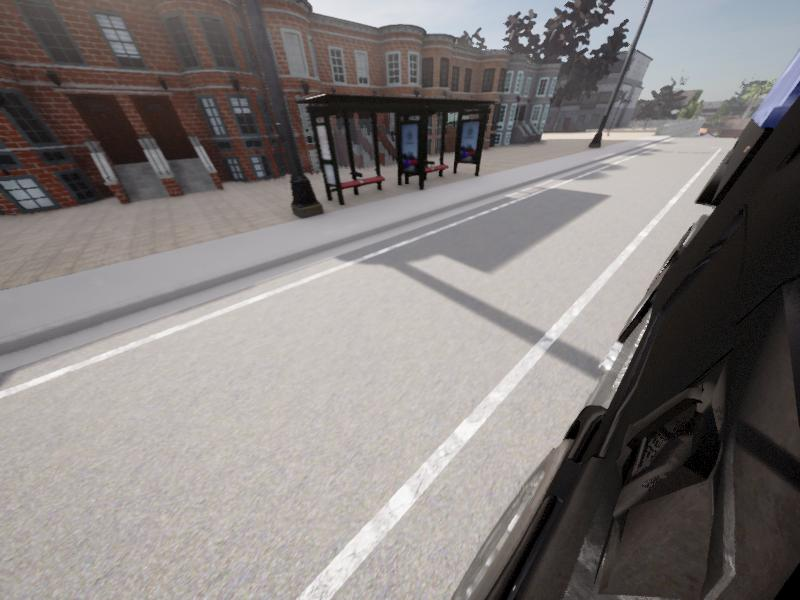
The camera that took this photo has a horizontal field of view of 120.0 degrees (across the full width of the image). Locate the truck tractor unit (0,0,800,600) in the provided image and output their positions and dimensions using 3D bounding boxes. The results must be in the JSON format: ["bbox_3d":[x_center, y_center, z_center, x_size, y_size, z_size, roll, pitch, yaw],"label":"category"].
[{"bbox_3d":[2.645,-0.295,0.352,6.516,4.208,3.053,-28,44,-30],"label":"truck tractor unit"}]

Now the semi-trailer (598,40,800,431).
[{"bbox_3d":[8.678,-3.616,4.252,14.254,4.402,2.717,-28,44,-30],"label":"semi-trailer"}]
